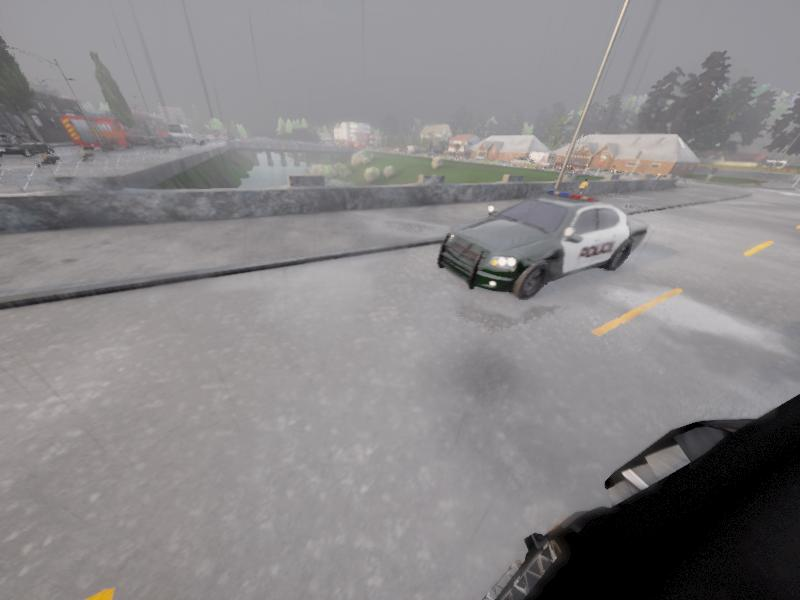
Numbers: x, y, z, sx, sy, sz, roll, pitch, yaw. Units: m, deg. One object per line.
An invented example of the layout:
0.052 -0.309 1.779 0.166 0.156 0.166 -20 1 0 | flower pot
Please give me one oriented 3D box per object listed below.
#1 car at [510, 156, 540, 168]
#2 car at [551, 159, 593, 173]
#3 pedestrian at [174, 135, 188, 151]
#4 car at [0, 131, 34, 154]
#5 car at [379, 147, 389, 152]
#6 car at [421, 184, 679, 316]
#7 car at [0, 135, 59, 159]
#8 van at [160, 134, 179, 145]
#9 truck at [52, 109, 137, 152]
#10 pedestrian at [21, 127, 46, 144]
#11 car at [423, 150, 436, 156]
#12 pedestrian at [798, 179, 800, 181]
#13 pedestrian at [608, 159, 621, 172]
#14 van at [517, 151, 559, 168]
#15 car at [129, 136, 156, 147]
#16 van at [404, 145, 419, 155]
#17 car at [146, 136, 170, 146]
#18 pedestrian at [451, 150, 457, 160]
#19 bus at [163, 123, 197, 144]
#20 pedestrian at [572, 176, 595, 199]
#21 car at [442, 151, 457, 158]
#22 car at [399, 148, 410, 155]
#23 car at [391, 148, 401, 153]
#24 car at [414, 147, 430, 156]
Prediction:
23.565 -26.167 43.798 2.007 1.525 4.514 -14 37 -24 | car
27.699 -21.650 37.356 1.882 1.535 5.008 -14 37 -24 | car
-32.740 -23.484 34.550 0.751 1.860 0.751 -3 34 -9 | pedestrian
-36.927 -14.201 20.719 2.152 1.651 5.027 -14 37 -24 | car
-6.325 -59.152 90.736 2.038 1.542 4.974 -14 37 -24 | car
3.182 -1.463 5.030 4.974 1.542 2.038 -14 37 -24 | car
-31.215 -12.654 19.006 1.816 1.474 4.193 -14 38 -24 | car
-53.215 -37.086 53.366 1.775 1.987 4.442 -14 37 -24 | van
-38.444 -21.613 29.725 2.891 3.827 8.468 -14 37 -24 | truck
-49.717 -22.310 31.373 0.751 1.860 0.751 -7 35 -15 | pedestrian
9.347 -46.581 73.362 1.994 1.385 4.181 -14 37 -24 | car
75.811 -23.144 43.082 0.751 1.860 0.751 -20 40 -30 | pedestrian
36.723 -22.956 39.543 0.751 1.860 0.751 -14 37 -24 | pedestrian
26.951 -27.637 45.472 2.351 2.431 6.366 -14 37 -24 | van
-44.943 -27.728 40.478 1.816 1.474 4.193 -14 37 -24 | car
3.958 -52.986 81.578 2.351 2.431 6.366 -14 37 -24 | van
-49.028 -32.297 46.889 2.038 1.542 4.974 -14 37 -24 | car
12.700 -34.010 54.127 0.751 1.860 0.751 -15 38 -25 | pedestrian
-60.306 -45.756 63.731 3.944 4.253 10.273 -14 37 -24 | bus
10.556 -6.485 13.338 0.500 1.100 0.500 -16 38 -26 | pedestrian
13.983 -41.499 66.048 1.816 1.474 4.193 -14 37 -24 | car
1.462 -50.537 78.515 1.851 1.617 3.988 -14 37 -24 | car
-1.491 -58.595 90.351 1.882 1.535 5.008 -14 37 -24 | car
6.587 -45.114 70.346 2.150 2.045 5.566 -14 37 -24 | car
